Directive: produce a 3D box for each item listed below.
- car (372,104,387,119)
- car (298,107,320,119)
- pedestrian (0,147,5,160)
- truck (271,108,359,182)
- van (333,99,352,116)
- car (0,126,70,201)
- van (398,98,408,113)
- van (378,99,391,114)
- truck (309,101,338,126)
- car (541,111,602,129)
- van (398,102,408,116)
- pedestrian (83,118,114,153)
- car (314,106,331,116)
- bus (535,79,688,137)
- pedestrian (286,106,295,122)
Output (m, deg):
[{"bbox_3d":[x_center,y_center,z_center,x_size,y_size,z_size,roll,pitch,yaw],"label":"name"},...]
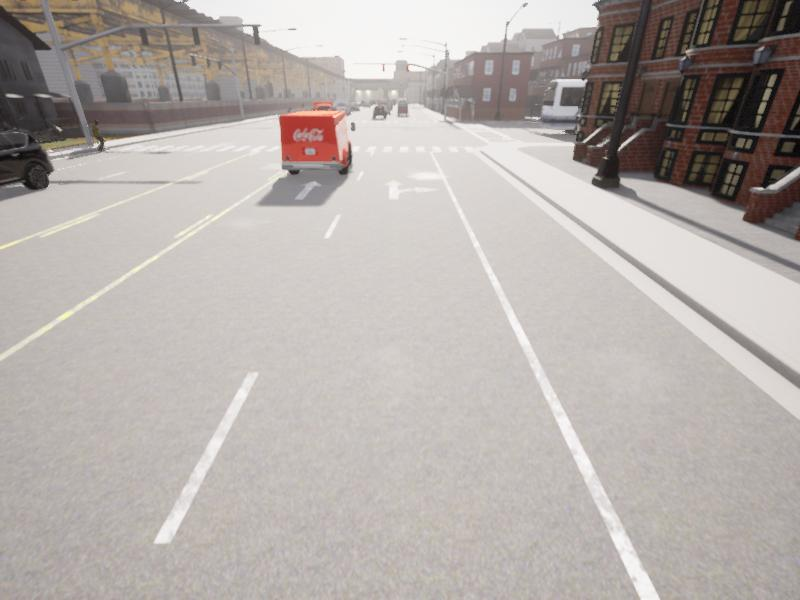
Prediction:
[{"bbox_3d":[-3.040,-28.653,60.705,1.932,1.855,4.605,0,27,0],"label":"car"},{"bbox_3d":[-13.550,-28.061,60.062,2.033,1.411,5.357,0,27,0],"label":"car"},{"bbox_3d":[-20.165,-7.711,19.308,0.751,1.860,0.751,0,27,0],"label":"pedestrian"},{"bbox_3d":[-3.468,-7.074,17.827,2.627,2.467,5.204,0,28,1],"label":"truck"},{"bbox_3d":[-9.951,-33.728,70.025,2.351,2.431,6.366,0,27,0],"label":"van"},{"bbox_3d":[-13.969,-4.214,12.654,2.150,2.045,5.566,0,27,0],"label":"car"},{"bbox_3d":[0.605,-39.718,81.648,1.988,2.561,5.915,0,27,1],"label":"van"},{"bbox_3d":[-2.900,-36.918,76.284,2.351,2.431,6.366,0,27,0],"label":"van"},{"bbox_3d":[-9.017,-21.948,46.917,2.627,2.467,5.204,-7,28,-13],"label":"truck"},{"bbox_3d":[17.511,-18.488,41.097,5.238,1.638,1.930,0,27,0],"label":"car"},{"bbox_3d":[0.515,-33.093,69.278,1.775,1.987,4.442,0,27,1],"label":"van"},{"bbox_3d":[-17.644,-9.654,23.449,0.751,1.860,0.751,-7,28,-14],"label":"pedestrian"},{"bbox_3d":[-13.465,-33.046,69.820,2.033,1.411,5.357,0,27,0],"label":"car"},{"bbox_3d":[17.647,-16.526,34.389,10.273,4.253,3.944,0,27,0],"label":"bus"},{"bbox_3d":[-14.104,-24.054,51.648,0.751,1.860,0.751,2,27,4],"label":"pedestrian"}]
